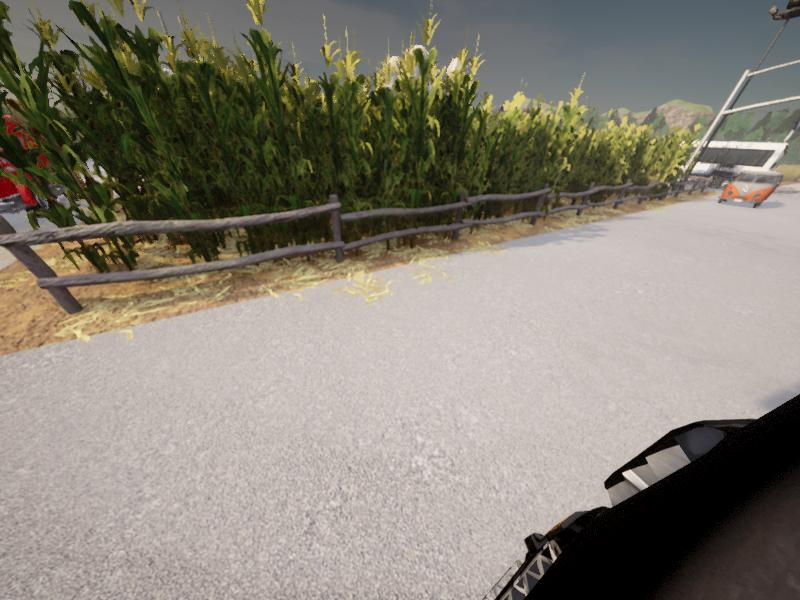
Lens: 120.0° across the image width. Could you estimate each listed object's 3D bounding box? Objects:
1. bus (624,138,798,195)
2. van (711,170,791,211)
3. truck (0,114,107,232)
[{"bbox_3d":[33.098,-15.082,25.663,3.944,4.253,10.273,-16,40,-27],"label":"bus"},{"bbox_3d":[22.424,-7.113,14.773,4.442,1.987,1.775,-18,39,-28],"label":"van"},{"bbox_3d":[-11.932,-3.817,6.555,2.627,2.467,5.204,-17,39,-27],"label":"truck"}]
